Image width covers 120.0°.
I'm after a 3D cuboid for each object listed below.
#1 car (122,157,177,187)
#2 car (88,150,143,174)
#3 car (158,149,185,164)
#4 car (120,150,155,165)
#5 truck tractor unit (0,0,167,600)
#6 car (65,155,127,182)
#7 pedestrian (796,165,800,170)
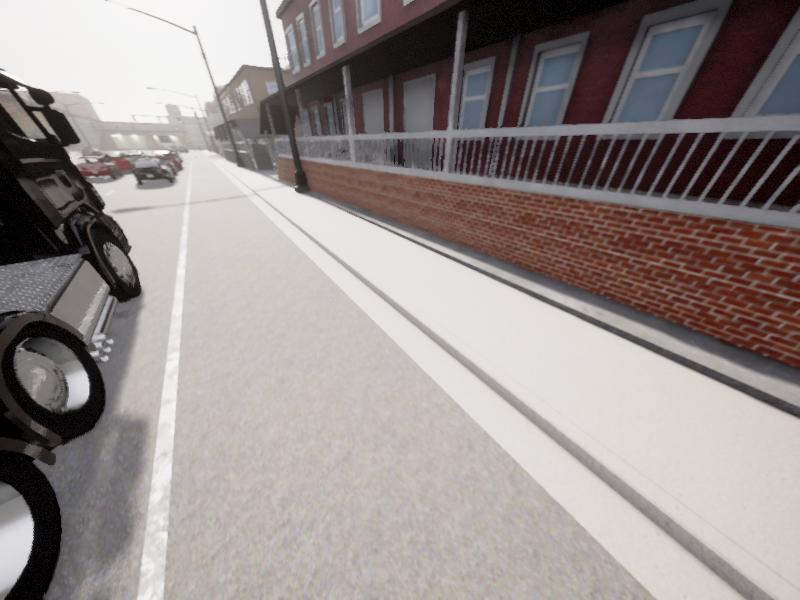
[{"bbox_3d":[-17.368,-9.125,16.254,1.812,1.442,4.674,-23,40,-30],"label":"car"},{"bbox_3d":[-27.288,-13.445,22.397,2.242,1.667,4.611,-23,40,-30],"label":"car"},{"bbox_3d":[-31.736,-20.020,32.193,2.007,1.525,4.514,-22,40,-29],"label":"car"},{"bbox_3d":[-34.558,-18.897,30.550,2.128,1.511,4.902,-23,40,-30],"label":"car"},{"bbox_3d":[-4.620,-0.614,1.264,3.053,4.208,6.516,-23,41,-31],"label":"truck tractor unit"},{"bbox_3d":[-23.103,-10.212,17.769,1.845,1.501,3.633,-23,40,-30],"label":"car"},{"bbox_3d":[37.768,-12.954,21.139,0.751,1.860,0.751,-20,39,-27],"label":"pedestrian"}]
